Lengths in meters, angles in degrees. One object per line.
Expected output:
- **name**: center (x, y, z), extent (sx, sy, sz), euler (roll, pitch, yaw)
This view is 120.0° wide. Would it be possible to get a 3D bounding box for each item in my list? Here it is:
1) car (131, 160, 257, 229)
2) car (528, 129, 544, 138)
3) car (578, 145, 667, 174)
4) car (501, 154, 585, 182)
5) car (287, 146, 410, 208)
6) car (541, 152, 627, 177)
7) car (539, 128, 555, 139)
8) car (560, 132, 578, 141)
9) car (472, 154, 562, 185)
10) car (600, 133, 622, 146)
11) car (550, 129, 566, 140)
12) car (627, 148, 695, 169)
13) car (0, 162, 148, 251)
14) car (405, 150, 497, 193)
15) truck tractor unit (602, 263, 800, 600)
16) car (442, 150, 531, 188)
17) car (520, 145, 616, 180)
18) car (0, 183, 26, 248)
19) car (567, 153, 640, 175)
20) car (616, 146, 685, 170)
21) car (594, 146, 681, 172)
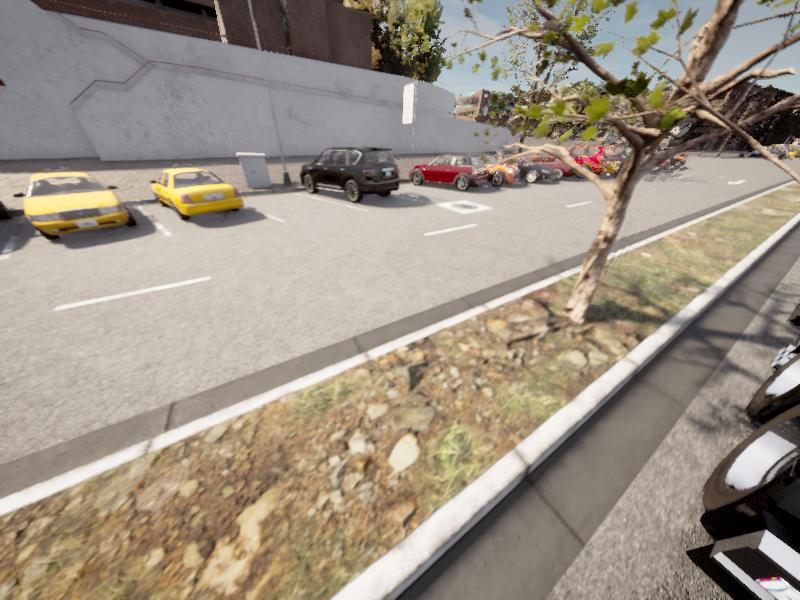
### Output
- **car**: center (-7.825, -4.200, 8.651), extent (5.366, 1.575, 1.946), euler (25, 42, 32)
- **car**: center (36.204, -44.309, 61.357), extent (1.946, 1.575, 5.366), euler (31, 44, 28)
- **car**: center (20.920, -13.530, 22.094), extent (5.566, 2.045, 2.435), euler (25, 42, 32)
- **car**: center (10.495, -9.982, 17.276), extent (4.792, 1.488, 2.163), euler (25, 42, 32)
- **car**: center (-2.507, -6.034, 10.901), extent (5.566, 2.045, 2.435), euler (25, 42, 32)
- **car**: center (15.582, -11.727, 19.834), extent (5.366, 1.575, 1.946), euler (25, 42, 32)
- **car**: center (37.507, -42.626, 59.032), extent (1.878, 1.987, 4.442), euler (31, 44, 28)
- **car**: center (40.507, -39.040, 55.254), extent (2.231, 1.521, 4.892), euler (31, 44, 28)
- **car**: center (7.918, -9.168, 16.009), extent (4.892, 1.521, 2.231), euler (25, 41, 32)
- **car**: center (44.977, -34.072, 49.142), extent (2.435, 2.045, 5.566), euler (31, 44, 28)
- **car**: center (38.988, -40.896, 57.035), extent (1.878, 1.987, 4.442), euler (31, 44, 28)
- **car**: center (28.839, -15.855, 25.815), extent (4.553, 1.767, 2.185), euler (26, 42, 33)
- **car**: center (-10.135, -3.225, 7.220), extent (5.366, 1.575, 1.946), euler (25, 41, 32)
- **car**: center (2.742, -7.587, 13.425), extent (4.553, 1.767, 2.185), euler (25, 42, 32)
- **truck tractor unit**: center (5.112, -0.298, 0.788), extent (6.516, 4.208, 3.053), euler (-18, 39, -24)
- **car**: center (5.298, -8.449, 14.707), extent (4.553, 1.767, 2.185), euler (25, 41, 32)
- **car**: center (13.099, -11.046, 18.366), extent (5.566, 2.045, 2.435), euler (25, 42, 32)
- **car**: center (-12.855, -2.640, 5.933), extent (5.566, 2.045, 2.435), euler (25, 41, 32)
- **car**: center (18.333, -12.450, 20.999), extent (4.674, 1.452, 2.002), euler (25, 42, 32)
- **car**: center (26.274, -15.100, 24.501), extent (4.442, 1.987, 1.878), euler (26, 41, 33)
- **car**: center (23.586, -14.336, 23.306), extent (5.566, 2.045, 2.435), euler (25, 41, 32)
